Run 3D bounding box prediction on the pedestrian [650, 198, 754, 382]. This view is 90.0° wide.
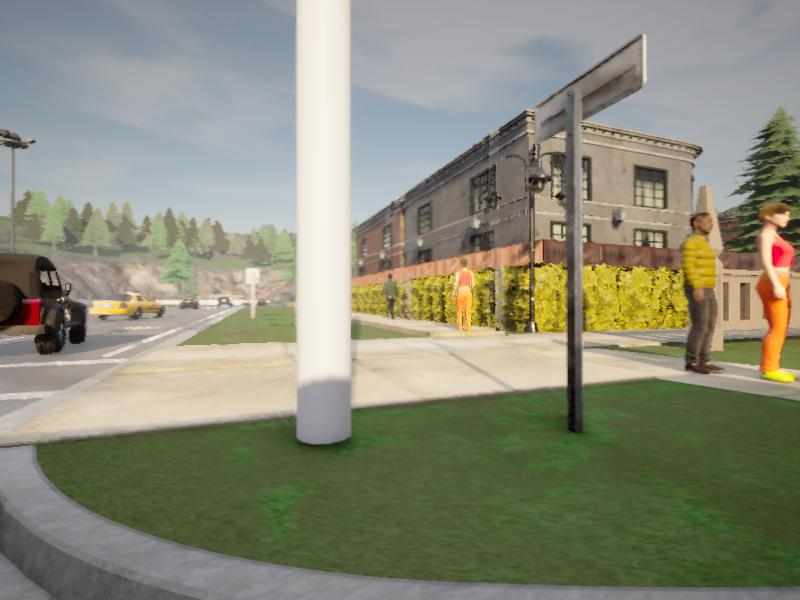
[{"bbox_3d":[3.436,-0.102,4.571,0.751,1.860,0.751,0,0,-35],"label":"pedestrian"}]

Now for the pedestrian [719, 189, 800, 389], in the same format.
[{"bbox_3d":[3.893,-0.103,4.142,0.751,1.860,0.751,0,0,-37],"label":"pedestrian"}]

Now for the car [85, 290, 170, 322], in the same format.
[{"bbox_3d":[-15.017,0.288,22.464,1.801,1.575,5.366,0,0,-9],"label":"car"}]

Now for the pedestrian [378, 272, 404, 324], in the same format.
[{"bbox_3d":[-0.333,-0.068,14.731,0.751,1.860,0.751,0,0,-21],"label":"pedestrian"}]

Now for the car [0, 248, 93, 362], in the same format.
[{"bbox_3d":[-7.800,0.083,8.123,1.905,1.878,3.866,0,0,-29],"label":"car"}]

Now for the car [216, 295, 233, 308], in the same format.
[{"bbox_3d":[-29.167,0.203,66.703,2.150,2.045,5.566,0,0,-20],"label":"car"}]

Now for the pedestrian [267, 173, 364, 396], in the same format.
[{"bbox_3d":[-0.834,-0.130,3.849,0.751,1.860,0.751,0,0,-26],"label":"pedestrian"}]

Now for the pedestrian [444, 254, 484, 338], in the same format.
[{"bbox_3d":[1.468,-0.085,9.307,0.751,1.860,0.751,0,0,-5],"label":"pedestrian"}]
